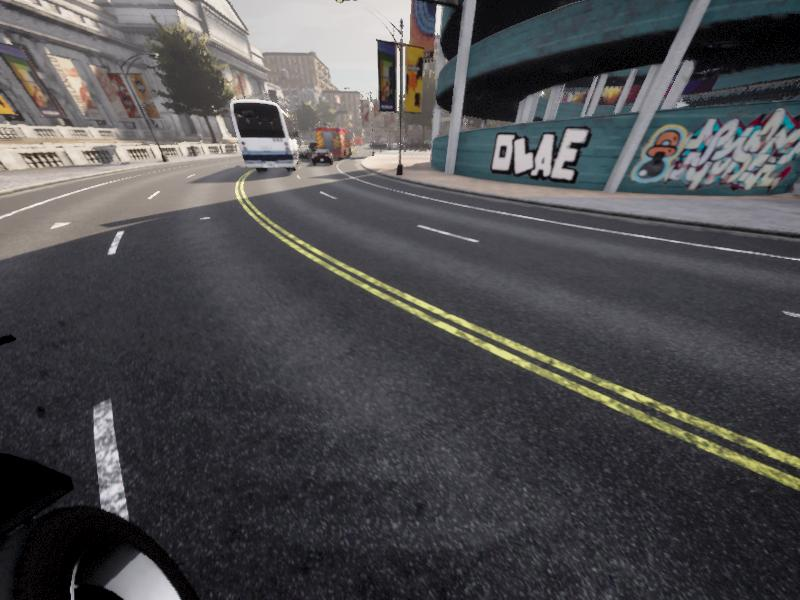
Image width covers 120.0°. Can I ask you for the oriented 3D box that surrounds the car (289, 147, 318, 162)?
[{"bbox_3d":[-12.016,-18.440,29.179,1.895,1.301,4.718,-1,35,-3],"label":"car"}]

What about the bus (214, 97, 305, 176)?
[{"bbox_3d":[-10.837,-13.585,19.620,3.944,4.253,10.273,-9,36,-14],"label":"bus"}]

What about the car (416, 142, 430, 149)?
[{"bbox_3d":[6.645,-45.198,67.746,3.988,1.617,1.851,0,35,-1],"label":"car"}]

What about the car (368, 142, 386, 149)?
[{"bbox_3d":[-6.567,-44.377,66.416,4.902,1.511,2.128,-12,37,-18],"label":"car"}]

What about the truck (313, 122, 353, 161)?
[{"bbox_3d":[-8.625,-21.183,30.970,2.891,3.827,8.468,0,35,-2],"label":"truck"}]

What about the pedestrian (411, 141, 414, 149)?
[{"bbox_3d":[3.533,-43.920,65.334,0.751,1.860,0.751,-11,36,-16],"label":"pedestrian"}]

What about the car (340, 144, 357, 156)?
[{"bbox_3d":[-8.689,-25.548,39.218,1.801,1.575,5.366,0,35,0],"label":"car"}]

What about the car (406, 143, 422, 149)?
[{"bbox_3d":[4.254,-47.266,70.776,4.892,1.490,1.837,2,35,2],"label":"car"}]

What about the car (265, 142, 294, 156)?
[{"bbox_3d":[-19.178,-24.192,37.002,2.242,1.667,4.611,0,35,0],"label":"car"}]

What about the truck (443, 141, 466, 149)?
[{"bbox_3d":[16.548,-47.328,70.554,6.274,2.098,2.390,0,35,0],"label":"truck"}]

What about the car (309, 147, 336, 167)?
[{"bbox_3d":[-8.076,-15.306,24.533,2.038,1.542,4.974,-5,35,-8],"label":"car"}]

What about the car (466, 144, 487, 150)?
[{"bbox_3d":[22.499,-45.013,67.948,5.357,1.411,2.033,0,35,0],"label":"car"}]

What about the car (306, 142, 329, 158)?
[{"bbox_3d":[-12.134,-22.289,34.194,1.905,1.878,3.866,0,35,-1],"label":"car"}]
